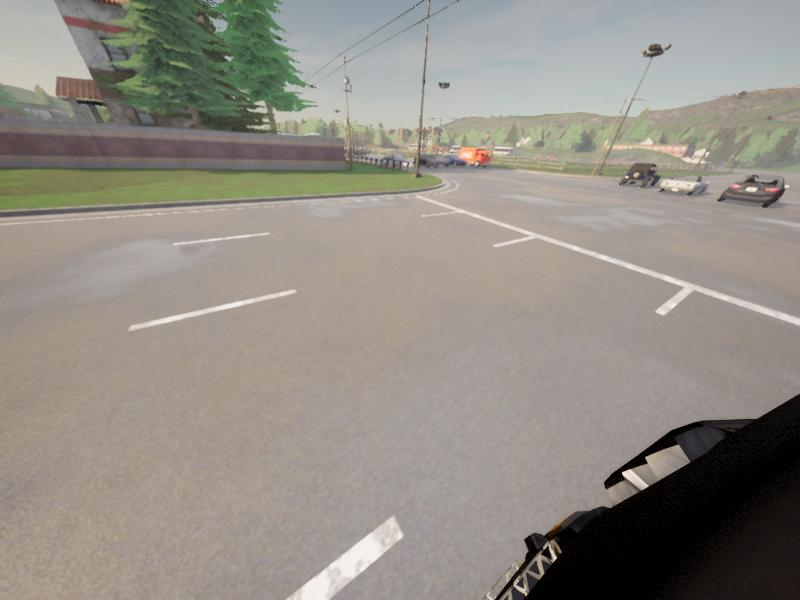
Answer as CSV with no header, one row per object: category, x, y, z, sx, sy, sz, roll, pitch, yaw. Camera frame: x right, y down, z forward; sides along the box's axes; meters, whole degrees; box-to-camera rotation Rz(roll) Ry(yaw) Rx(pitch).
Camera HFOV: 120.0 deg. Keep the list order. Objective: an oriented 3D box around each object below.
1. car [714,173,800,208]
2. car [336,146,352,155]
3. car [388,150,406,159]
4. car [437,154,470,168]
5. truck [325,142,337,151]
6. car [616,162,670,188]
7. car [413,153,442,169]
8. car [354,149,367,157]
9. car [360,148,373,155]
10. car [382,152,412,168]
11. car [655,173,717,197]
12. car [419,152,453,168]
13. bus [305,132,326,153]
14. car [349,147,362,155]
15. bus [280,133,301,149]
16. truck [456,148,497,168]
car,23.740,-7.386,15.371,4.611,1.667,2.242,-17,38,-27
car,-14.614,-38.919,59.979,2.242,1.667,4.611,-20,40,-31
car,-0.821,-33.672,53.249,2.007,1.525,4.514,-17,38,-27
car,8.189,-21.562,35.673,1.882,1.535,5.008,-17,38,-27
truck,-25.740,-57.363,86.206,2.627,2.467,5.204,-17,38,-27
car,22.659,-11.678,21.556,3.866,1.878,1.905,-17,38,-27
car,3.560,-18.508,30.704,1.789,1.549,3.705,-17,38,-27
car,-8.585,-32.025,50.320,1.994,1.385,4.181,-10,36,-18
car,-9.533,-41.747,64.898,1.994,1.385,4.181,-17,38,-27
car,-0.526,-18.586,30.612,1.812,1.442,4.674,-17,38,-27
car,22.802,-9.215,18.394,4.718,1.301,1.895,-17,38,-27
car,5.204,-20.694,34.063,2.152,1.651,5.027,-17,38,-27
bus,-23.625,-43.947,64.535,3.944,4.253,10.273,-11,36,-20
car,-12.011,-40.414,62.605,1.970,1.475,3.806,-17,38,-27
bus,-38.271,-55.217,80.408,3.944,4.253,10.273,-17,38,-27
truck,11.830,-22.257,36.156,2.627,2.467,5.204,-17,38,-27
